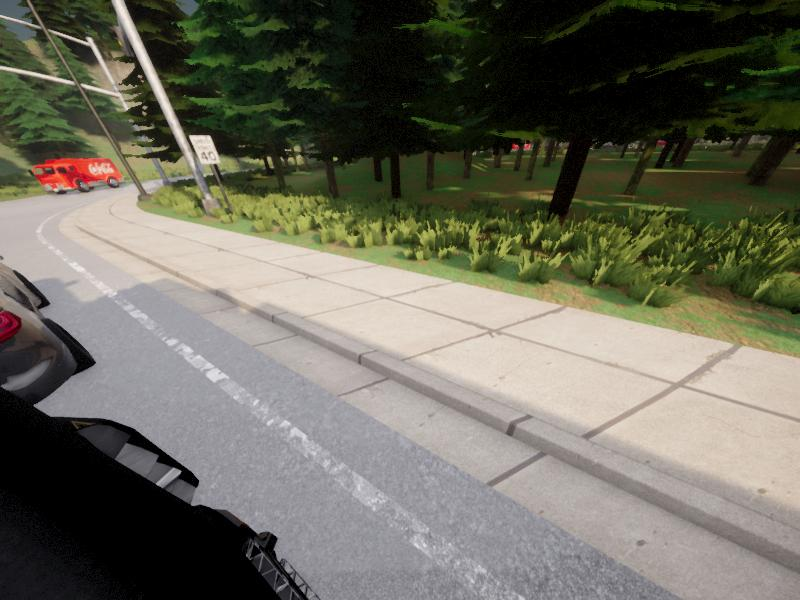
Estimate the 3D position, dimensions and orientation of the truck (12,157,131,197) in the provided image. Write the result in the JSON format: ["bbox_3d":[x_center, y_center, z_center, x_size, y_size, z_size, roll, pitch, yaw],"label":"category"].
[{"bbox_3d":[-27.893,-10.858,20.148,2.627,2.467,5.204,-7,34,-6],"label":"truck"}]

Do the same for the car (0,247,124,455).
[{"bbox_3d":[-5.792,0.284,2.437,4.611,1.667,2.242,16,38,26],"label":"car"}]
